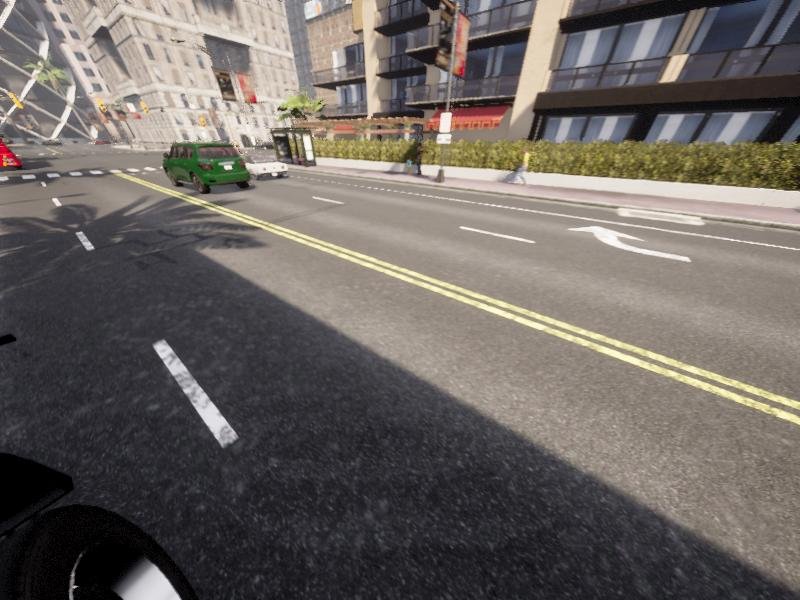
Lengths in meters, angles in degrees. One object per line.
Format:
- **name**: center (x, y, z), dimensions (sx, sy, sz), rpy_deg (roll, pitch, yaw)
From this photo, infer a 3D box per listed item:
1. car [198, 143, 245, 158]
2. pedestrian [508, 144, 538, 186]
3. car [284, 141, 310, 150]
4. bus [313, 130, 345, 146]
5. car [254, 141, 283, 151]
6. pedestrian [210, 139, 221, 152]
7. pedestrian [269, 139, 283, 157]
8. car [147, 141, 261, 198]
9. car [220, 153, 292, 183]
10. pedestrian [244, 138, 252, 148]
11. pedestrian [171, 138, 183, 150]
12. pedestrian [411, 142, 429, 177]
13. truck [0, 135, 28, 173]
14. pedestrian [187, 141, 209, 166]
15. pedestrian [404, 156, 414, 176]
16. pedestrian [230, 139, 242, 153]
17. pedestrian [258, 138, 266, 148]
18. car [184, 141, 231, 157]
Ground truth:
- **car**: center (-24.136, -20.344, 31.357), dimensions (2.007, 1.525, 4.514), rpy_deg (30, 44, 35)
- **pedestrian**: center (6.475, -7.118, 12.210), dimensions (0.751, 1.860, 0.751), rpy_deg (23, 41, 29)
- **car**: center (-23.477, -35.399, 52.810), dimensions (1.882, 1.535, 5.008), rpy_deg (22, 41, 28)
- **bus**: center (-24.085, -54.791, 78.078), dimensions (10.273, 4.253, 3.944), rpy_deg (22, 41, 28)
- **car**: center (-27.409, -32.226, 48.288), dimensions (1.837, 1.490, 4.892), rpy_deg (22, 41, 28)
- **pedestrian**: center (-32.792, -27.488, 41.122), dimensions (0.751, 1.860, 0.751), rpy_deg (22, 40, 27)
- **pedestrian**: center (-15.422, -18.923, 28.820), dimensions (0.751, 1.860, 0.751), rpy_deg (7, 36, 9)
- **car**: center (-10.038, -6.857, 11.821), dimensions (5.566, 2.045, 2.150), rpy_deg (22, 40, 28)
- **car**: center (-9.603, -8.851, 15.322), dimensions (4.718, 1.301, 1.895), rpy_deg (23, 41, 29)
- **pedestrian**: center (-35.143, -36.263, 53.340), dimensions (0.751, 1.860, 0.751), rpy_deg (20, 39, 25)
- **pedestrian**: center (-42.204, -29.592, 43.765), dimensions (0.751, 1.860, 0.751), rpy_deg (11, 37, 15)
- **pedestrian**: center (1.287, -9.228, 15.166), dimensions (0.751, 1.860, 0.751), rpy_deg (29, 44, 34)
- **truck**: center (-32.992, -12.277, 17.778), dimensions (8.468, 3.827, 2.891), rpy_deg (23, 41, 29)
- **pedestrian**: center (-18.818, -13.661, 21.553), dimensions (0.751, 1.860, 0.751), rpy_deg (20, 40, 26)
- **pedestrian**: center (0.614, -8.937, 15.407), dimensions (0.500, 1.100, 0.500), rpy_deg (-12, 37, -16)
- **pedestrian**: center (-26.374, -24.801, 37.104), dimensions (0.751, 1.860, 0.751), rpy_deg (19, 39, 24)
- **pedestrian**: center (-32.074, -36.430, 53.608), dimensions (0.751, 1.860, 0.751), rpy_deg (18, 39, 24)
- **car**: center (-27.263, -21.568, 32.838), dimensions (2.097, 1.767, 4.553), rpy_deg (30, 45, 35)
